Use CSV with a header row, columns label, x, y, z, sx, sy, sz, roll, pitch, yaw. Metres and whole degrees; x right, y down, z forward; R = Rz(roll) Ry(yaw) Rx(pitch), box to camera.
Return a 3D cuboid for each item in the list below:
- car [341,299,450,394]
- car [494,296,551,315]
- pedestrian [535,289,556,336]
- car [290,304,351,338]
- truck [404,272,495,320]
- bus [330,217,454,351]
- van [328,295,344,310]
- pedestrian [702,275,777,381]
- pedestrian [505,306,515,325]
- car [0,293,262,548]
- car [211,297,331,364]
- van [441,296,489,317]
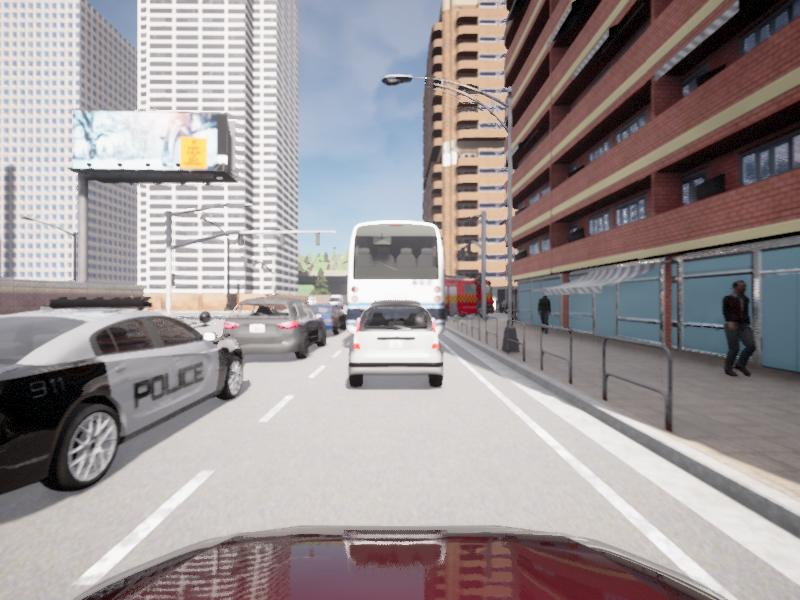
label,x,y,z,sx,sy,sz,roll,pitch,yaw
car,-0.091,0.798,8.797,1.851,1.617,3.988,0,0,-1
car,13.254,0.615,43.570,5.566,2.045,2.150,0,0,0
pedestrian,5.977,0.503,16.446,0.751,1.860,0.751,0,0,17
car,-3.709,0.917,19.705,2.033,1.411,5.357,0,0,-1
truck,4.576,-0.281,35.536,8.468,3.827,2.891,0,0,-38
bus,-0.311,-0.513,17.884,3.944,4.253,10.273,0,0,-1
van,-11.262,0.380,70.954,1.988,2.561,5.915,0,0,-1
pedestrian,6.255,0.493,7.419,0.751,1.860,0.751,0,0,0
pedestrian,6.510,0.908,23.718,0.500,1.100,0.500,0,0,3
car,-3.555,0.777,4.945,1.930,1.638,5.238,0,0,-1
car,-3.631,0.770,12.326,2.242,1.667,4.611,0,0,-1
van,6.458,0.643,40.115,4.442,1.987,1.775,0,0,0
